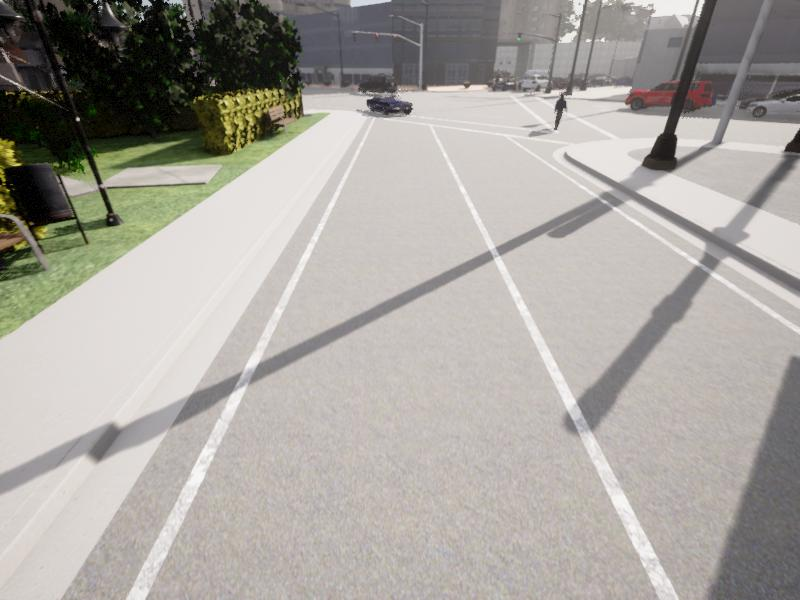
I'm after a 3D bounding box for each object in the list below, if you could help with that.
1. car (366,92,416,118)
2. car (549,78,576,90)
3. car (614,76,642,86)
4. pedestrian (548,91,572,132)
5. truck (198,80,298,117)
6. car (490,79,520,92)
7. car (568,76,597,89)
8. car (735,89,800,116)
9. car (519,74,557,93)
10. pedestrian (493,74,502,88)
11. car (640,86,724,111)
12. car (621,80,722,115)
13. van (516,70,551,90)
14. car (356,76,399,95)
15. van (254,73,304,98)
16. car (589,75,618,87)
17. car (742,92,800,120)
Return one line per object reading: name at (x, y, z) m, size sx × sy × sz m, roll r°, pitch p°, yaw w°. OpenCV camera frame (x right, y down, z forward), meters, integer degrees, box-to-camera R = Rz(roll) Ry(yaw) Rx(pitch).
car at (-0.737, -14.149, 28.907) m, size 1.895 × 1.301 × 4.718 m, roll -13°, pitch 32°, yaw -20°
car at (24.063, -32.046, 59.336) m, size 4.193 × 1.474 × 1.816 m, roll -26°, pitch 39°, yaw -37°
car at (40.274, -38.650, 70.629) m, size 4.193 × 1.474 × 1.816 m, roll -15°, pitch 33°, yaw -24°
pedestrian at (8.307, -9.780, 20.774) m, size 0.751 × 1.860 × 0.751 m, roll 13°, pitch 33°, yaw 22°
truck at (-11.019, -15.002, 29.576) m, size 6.274 × 2.098 × 2.390 m, roll -26°, pitch 39°, yaw -37°
car at (14.574, -29.822, 55.533) m, size 4.193 × 1.474 × 1.816 m, roll -26°, pitch 39°, yaw -37°
car at (28.907, -34.478, 63.329) m, size 5.238 × 1.638 × 1.930 m, roll -26°, pitch 39°, yaw -37°
car at (27.170, -13.982, 28.252) m, size 1.837 × 1.490 × 4.892 m, roll -26°, pitch 39°, yaw -38°
car at (18.927, -29.765, 54.869) m, size 5.566 × 2.045 × 2.150 m, roll -26°, pitch 39°, yaw -37°
pedestrian at (14.701, -33.017, 60.271) m, size 0.751 × 1.860 × 0.751 m, roll -24°, pitch 38°, yaw -35°
car at (22.605, -16.292, 32.237) m, size 1.882 × 1.535 × 5.008 m, roll -26°, pitch 39°, yaw -38°
car at (20.131, -15.259, 29.961) m, size 2.150 × 2.045 × 5.566 m, roll -27°, pitch 39°, yaw -37°
van at (19.924, -32.920, 59.777) m, size 5.915 × 2.561 × 1.988 m, roll -26°, pitch 39°, yaw -37°
car at (-2.794, -26.925, 50.127) m, size 2.150 × 2.045 × 5.566 m, roll -26°, pitch 39°, yaw -37°
van at (-14.247, -25.252, 46.989) m, size 2.351 × 2.431 × 6.366 m, roll -26°, pitch 39°, yaw -37°
car at (34.235, -36.790, 67.284) m, size 5.238 × 1.638 × 1.930 m, roll -22°, pitch 37°, yaw -33°
car at (25.277, -12.425, 25.613) m, size 1.812 × 1.442 × 4.674 m, roll -27°, pitch 39°, yaw -37°
